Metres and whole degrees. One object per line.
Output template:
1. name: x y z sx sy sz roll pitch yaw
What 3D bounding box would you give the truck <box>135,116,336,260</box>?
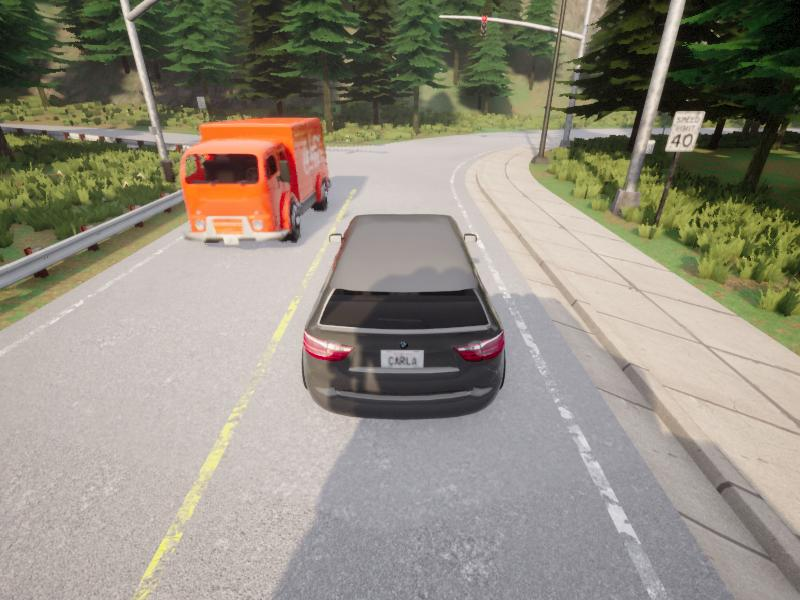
1. truck: -3.380 -3.120 9.982 2.627 2.467 5.204 0 27 1

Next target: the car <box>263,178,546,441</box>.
1. car: 0.043 -0.416 5.591 2.242 1.667 4.611 0 27 0
